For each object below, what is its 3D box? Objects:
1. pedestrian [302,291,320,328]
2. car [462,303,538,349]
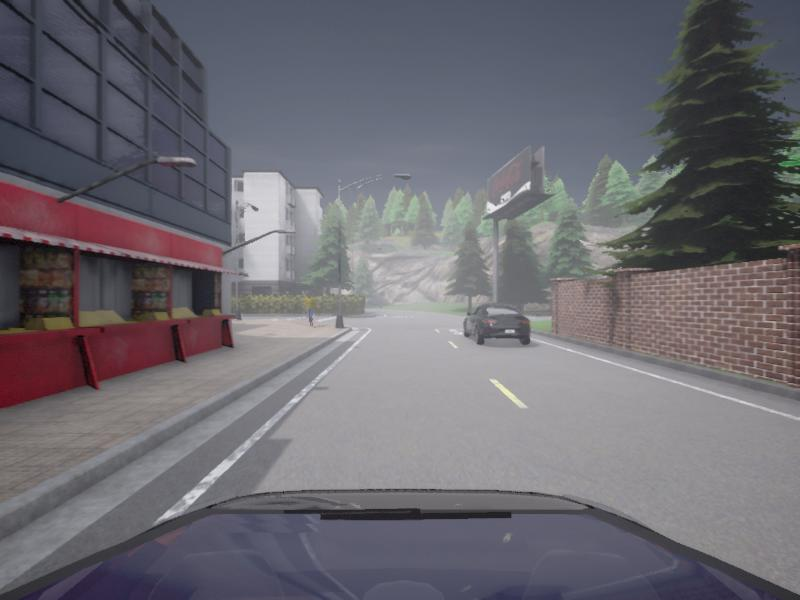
[{"bbox_3d":[-4.591,0.490,20.690,0.751,1.860,0.751,0,0,1],"label":"pedestrian"},{"bbox_3d":[3.647,0.874,15.489,1.812,1.442,4.674,0,0,0],"label":"car"}]
